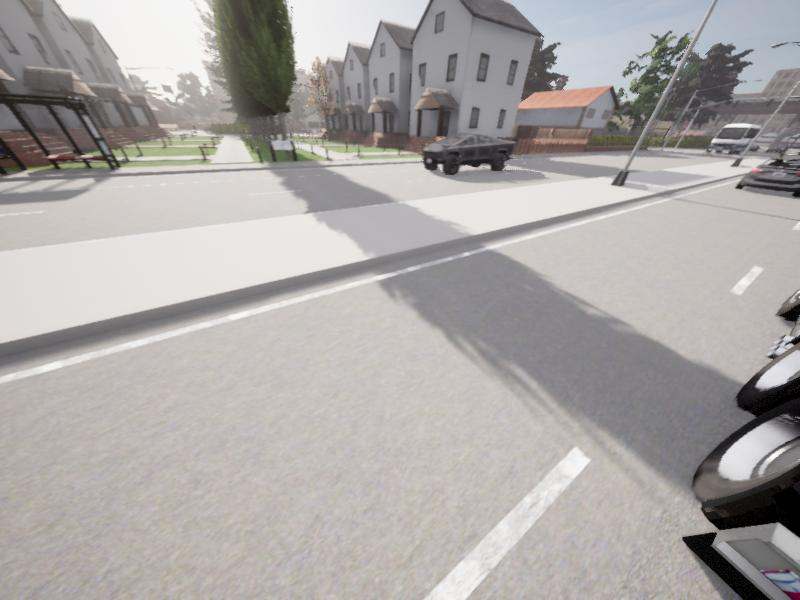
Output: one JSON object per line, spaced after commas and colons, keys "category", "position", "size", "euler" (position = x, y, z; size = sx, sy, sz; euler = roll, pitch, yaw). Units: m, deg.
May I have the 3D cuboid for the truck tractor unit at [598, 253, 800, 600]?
{"category": "truck tractor unit", "position": [5.146, -0.260, 0.753], "size": [6.516, 4.208, 3.053], "euler": [-18, 44, -25]}

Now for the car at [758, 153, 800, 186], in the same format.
{"category": "car", "position": [26.457, -8.643, 15.214], "size": [4.974, 1.542, 2.038], "euler": [-18, 41, -25]}

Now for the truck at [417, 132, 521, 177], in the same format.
{"category": "truck", "position": [4.468, -9.590, 15.084], "size": [6.274, 2.098, 2.390], "euler": [-18, 41, -25]}

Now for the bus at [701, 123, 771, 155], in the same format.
{"category": "bus", "position": [59.345, -28.437, 40.848], "size": [10.273, 4.253, 3.944], "euler": [-18, 41, -25]}

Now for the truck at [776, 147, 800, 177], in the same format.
{"category": "truck", "position": [34.017, -11.358, 18.697], "size": [6.274, 2.098, 2.390], "euler": [-18, 41, -25]}

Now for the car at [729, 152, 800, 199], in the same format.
{"category": "car", "position": [20.585, -6.763, 12.331], "size": [4.611, 1.667, 2.242], "euler": [-18, 41, -25]}
